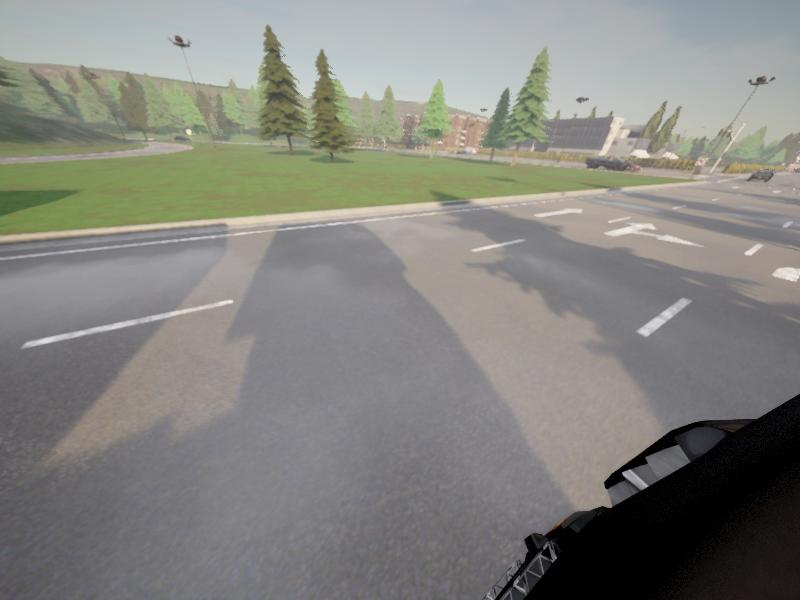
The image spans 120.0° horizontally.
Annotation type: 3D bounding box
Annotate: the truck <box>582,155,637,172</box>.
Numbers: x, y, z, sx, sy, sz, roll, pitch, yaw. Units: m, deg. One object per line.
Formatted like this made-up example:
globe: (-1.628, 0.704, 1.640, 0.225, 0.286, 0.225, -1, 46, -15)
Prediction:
truck: (35.605, -23.441, 39.588, 2.390, 2.098, 6.274, -16, 39, -26)

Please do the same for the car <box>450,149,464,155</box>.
car: (20.804, -54.538, 85.053, 2.038, 1.542, 4.974, -16, 38, -26)

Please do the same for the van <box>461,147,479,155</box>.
van: (26.695, -56.833, 88.118, 2.351, 2.431, 6.366, -16, 38, -26)

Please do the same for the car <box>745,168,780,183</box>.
car: (52.973, -18.218, 33.735, 4.902, 1.511, 2.128, -19, 40, -29)

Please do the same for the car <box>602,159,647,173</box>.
car: (39.211, -23.534, 40.436, 2.152, 1.651, 5.027, -16, 38, -26)

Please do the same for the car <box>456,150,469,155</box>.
car: (23.448, -55.751, 87.139, 1.812, 1.442, 4.674, -16, 38, -26)

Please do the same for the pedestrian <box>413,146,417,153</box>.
pedestrian: (4.878, -48.071, 73.597, 0.751, 1.860, 0.751, -15, 38, -25)

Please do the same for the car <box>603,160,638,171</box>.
car: (41.298, -25.218, 43.324, 1.994, 1.385, 4.181, -16, 39, -26)
